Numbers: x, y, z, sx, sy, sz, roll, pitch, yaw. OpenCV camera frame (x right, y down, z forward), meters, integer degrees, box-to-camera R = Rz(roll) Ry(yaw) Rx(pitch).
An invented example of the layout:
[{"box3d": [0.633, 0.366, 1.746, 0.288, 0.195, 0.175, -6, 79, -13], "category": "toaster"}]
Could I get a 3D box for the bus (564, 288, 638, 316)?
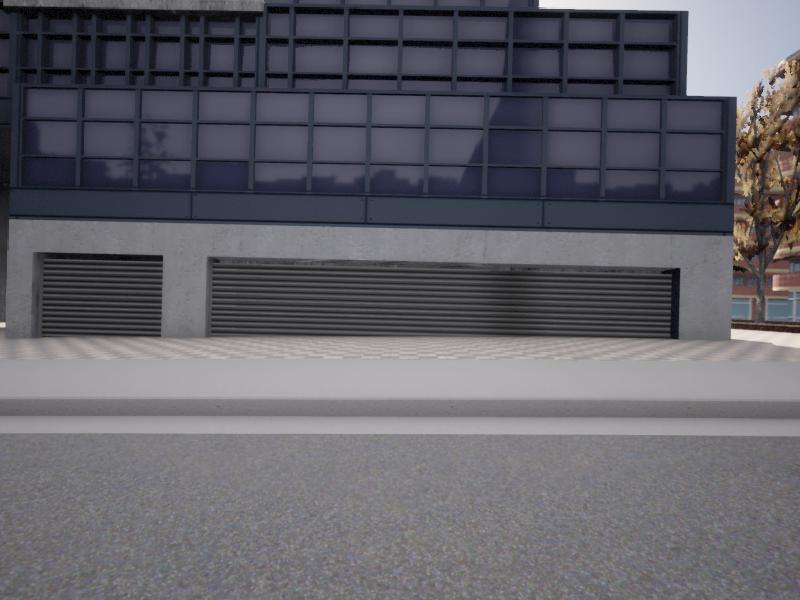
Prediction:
[{"box3d": [33.119, 0.309, 66.286, 10.273, 4.253, 3.944, 1, 0, 0], "category": "bus"}]
